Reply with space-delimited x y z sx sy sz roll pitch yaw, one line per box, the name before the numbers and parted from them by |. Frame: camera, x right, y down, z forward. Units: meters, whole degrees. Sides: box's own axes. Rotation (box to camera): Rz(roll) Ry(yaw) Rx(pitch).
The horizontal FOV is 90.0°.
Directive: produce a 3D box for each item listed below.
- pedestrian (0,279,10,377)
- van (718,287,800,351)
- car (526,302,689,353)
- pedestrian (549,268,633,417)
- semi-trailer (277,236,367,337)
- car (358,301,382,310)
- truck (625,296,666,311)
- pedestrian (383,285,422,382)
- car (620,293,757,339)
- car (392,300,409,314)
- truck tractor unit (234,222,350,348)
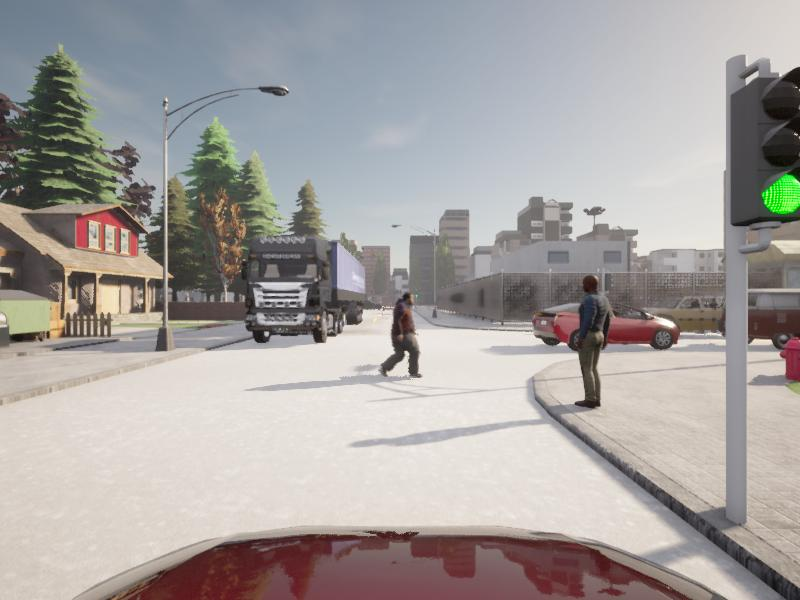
pedestrian | -7.914 0.533 7.385 0.751 1.860 0.751 0 0 -14
van | 13.584 0.598 13.442 4.442 1.987 1.775 0 0 -1
car | 6.748 0.828 13.266 4.514 1.525 2.007 0 0 -9
pedestrian | 2.626 0.534 5.528 0.751 1.860 0.751 0 0 -29
semi-trailer | -4.000 -0.617 24.515 2.717 4.402 14.254 0 0 0
car | -5.171 0.854 68.855 4.193 1.474 1.816 0 0 42
truck | 35.040 0.506 57.151 4.478 2.038 2.069 0 0 0
pedestrian | 0.055 0.637 8.045 0.751 1.860 0.751 0 0 0
car | 12.423 0.650 17.450 4.605 1.855 1.932 0 0 0
car | 0.017 0.788 46.280 1.851 1.617 3.988 0 0 0
truck tractor unit | -3.998 -0.507 16.599 3.053 4.208 6.516 0 0 0
